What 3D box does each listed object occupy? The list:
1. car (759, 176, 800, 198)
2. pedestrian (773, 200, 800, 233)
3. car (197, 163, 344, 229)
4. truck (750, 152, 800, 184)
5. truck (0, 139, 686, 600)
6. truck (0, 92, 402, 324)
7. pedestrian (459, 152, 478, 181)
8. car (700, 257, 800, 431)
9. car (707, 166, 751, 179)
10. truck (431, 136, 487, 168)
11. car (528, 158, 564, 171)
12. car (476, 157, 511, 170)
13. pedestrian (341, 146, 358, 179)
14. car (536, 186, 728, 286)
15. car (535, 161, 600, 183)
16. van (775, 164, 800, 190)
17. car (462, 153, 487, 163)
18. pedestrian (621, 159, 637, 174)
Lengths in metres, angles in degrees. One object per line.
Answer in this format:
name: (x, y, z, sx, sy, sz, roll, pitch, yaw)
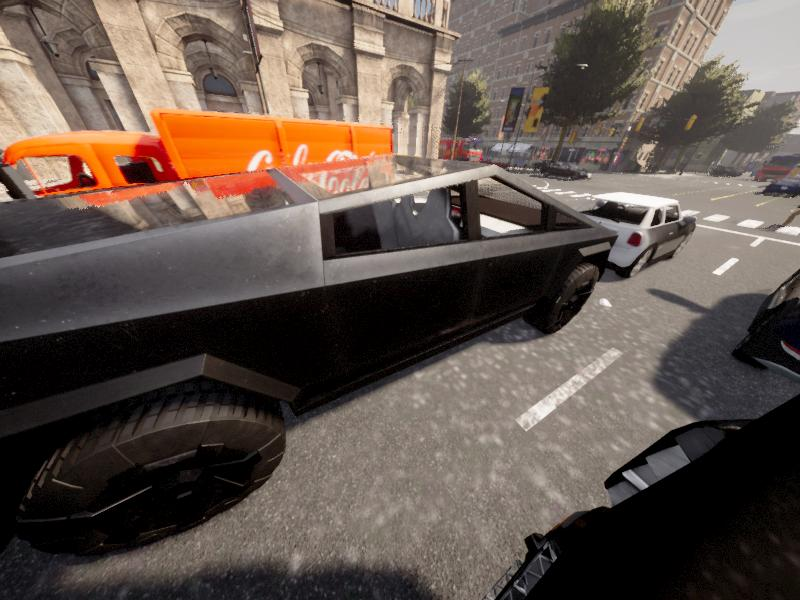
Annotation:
car: (34.935, -10.225, 20.798, 4.181, 1.385, 1.994, -16, 38, -26)
pedestrian: (15.966, -3.636, 8.926, 0.751, 1.860, 0.751, -17, 38, -27)
car: (-3.988, -3.563, 7.618, 3.633, 1.501, 1.845, -16, 38, -26)
truck: (59.381, -20.533, 35.977, 8.468, 3.827, 2.891, -16, 38, -26)
truck: (-0.123, -0.414, 2.663, 6.274, 2.098, 2.390, -16, 38, -26)
truck: (-2.902, -2.027, 4.514, 5.204, 2.467, 2.627, -17, 38, -25)
pedestrian: (5.166, -10.128, 17.592, 0.751, 1.860, 0.751, -11, 36, -19)
car: (6.276, 0.178, 2.690, 4.856, 1.649, 2.033, -16, 38, -26)
car: (60.203, -23.473, 42.449, 1.930, 1.638, 5.238, 13, 35, 14)
truck: (8.743, -23.037, 35.850, 2.891, 3.827, 8.468, -16, 38, -26)
car: (24.562, -22.867, 38.965, 1.812, 1.442, 4.674, -16, 38, -26)
car: (13.994, -20.588, 34.854, 1.895, 1.301, 4.718, -16, 38, -26)
pedestrian: (-3.481, -9.479, 15.949, 0.751, 1.860, 0.751, -19, 39, -29)
car: (5.756, -1.853, 5.844, 3.806, 1.475, 1.970, -16, 38, -26)
car: (17.338, -13.488, 24.225, 2.128, 1.511, 4.902, -16, 38, -26)
van: (47.561, -14.339, 27.009, 6.366, 2.431, 2.351, -15, 38, -25)
car: (16.249, -31.165, 50.747, 2.038, 1.542, 4.974, -16, 38, -26)
pedestrian: (35.965, -20.961, 36.280, 0.751, 1.860, 0.751, -9, 35, -17)
